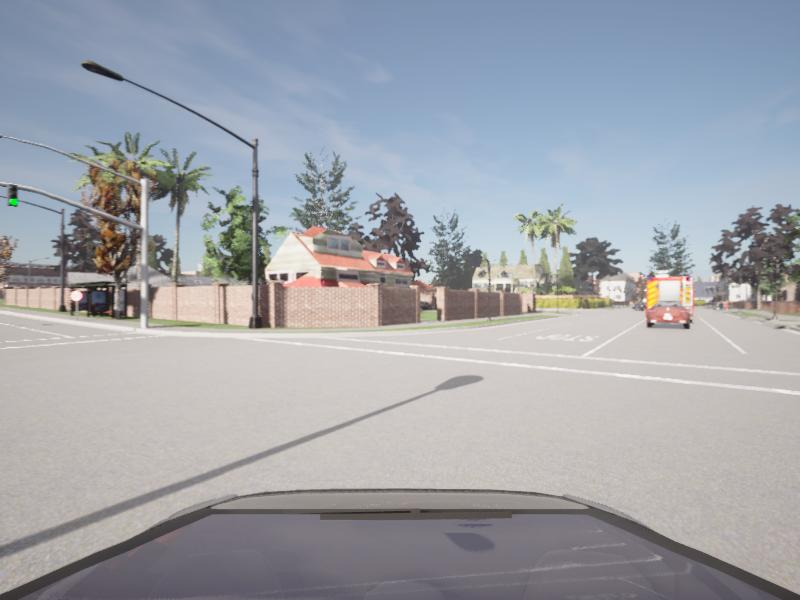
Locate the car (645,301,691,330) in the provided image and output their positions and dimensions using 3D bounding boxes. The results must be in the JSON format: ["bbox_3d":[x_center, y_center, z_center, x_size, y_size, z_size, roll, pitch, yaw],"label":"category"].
[{"bbox_3d":[16.593,0.863,24.713,2.152,1.651,5.027,0,0,35],"label":"car"}]

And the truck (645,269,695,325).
[{"bbox_3d":[21.450,-0.217,31.709,2.891,3.827,8.468,0,0,35],"label":"truck"}]
